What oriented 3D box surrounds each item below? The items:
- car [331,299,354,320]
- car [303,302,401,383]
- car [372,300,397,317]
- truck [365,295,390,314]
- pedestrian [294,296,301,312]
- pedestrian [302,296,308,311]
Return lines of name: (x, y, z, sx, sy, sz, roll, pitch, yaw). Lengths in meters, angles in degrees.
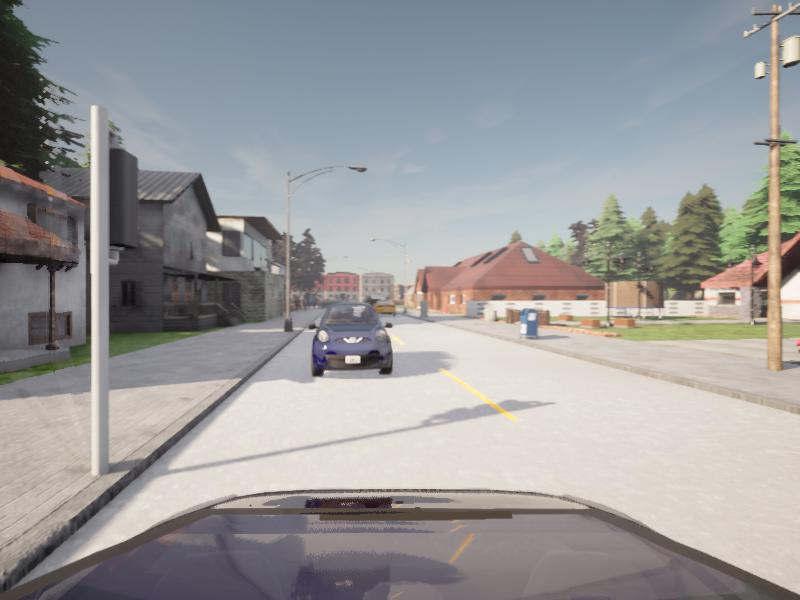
car: (-4.838, 0.738, 33.573, 1.851, 1.617, 3.988, 0, 0, -9)
car: (-1.170, 0.812, 9.434, 1.845, 1.501, 3.633, 0, 0, -9)
car: (-1.556, 0.761, 38.620, 1.882, 1.535, 5.008, 0, 0, -9)
truck: (-2.681, 0.469, 46.000, 2.390, 2.098, 6.274, 0, 0, -9)
pedestrian: (-12.054, 0.469, 47.047, 0.751, 1.860, 0.751, 0, 0, -7)
pedestrian: (-11.830, 0.464, 49.962, 0.751, 1.860, 0.751, 0, 0, -13)
